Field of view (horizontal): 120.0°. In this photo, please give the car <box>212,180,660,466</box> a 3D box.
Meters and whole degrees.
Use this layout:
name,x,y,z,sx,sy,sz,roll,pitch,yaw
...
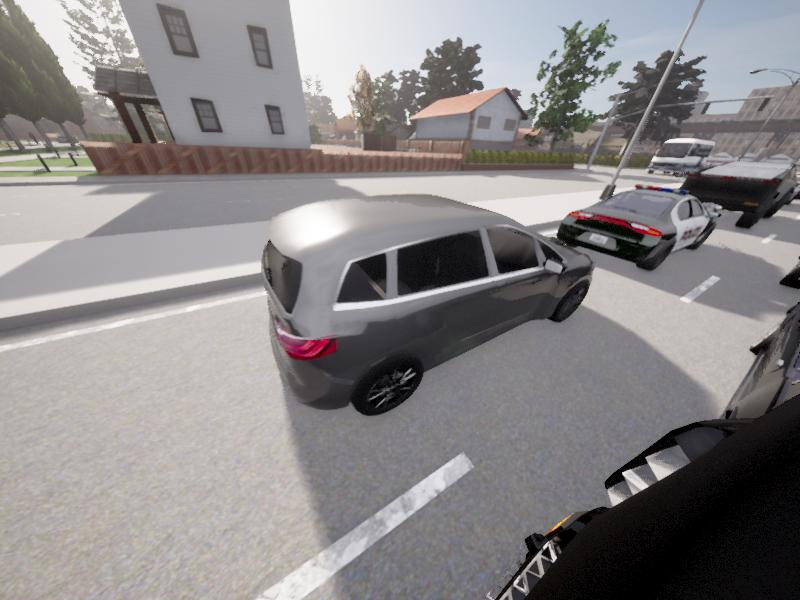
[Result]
name,x,y,z,sx,sy,sz,roll,pitch,yaw
car,0.672,-0.510,3.159,4.611,1.667,2.242,-16,38,-26

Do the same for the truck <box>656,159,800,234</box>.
name,x,y,z,sx,sy,sz,roll,pitch,yaw
truck,14.195,-4.564,9.700,6.274,2.098,2.390,-16,38,-25

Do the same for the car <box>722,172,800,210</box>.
name,x,y,z,sx,sy,sz,roll,pitch,yaw
car,21.825,-6.519,13.620,4.974,1.542,2.038,-16,38,-25

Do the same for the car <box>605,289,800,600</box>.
name,x,y,z,sx,sy,sz,roll,pitch,yaw
car,3.910,0.957,1.517,4.718,1.301,1.895,-16,38,-25

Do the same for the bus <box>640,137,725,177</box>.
name,x,y,z,sx,sy,sz,roll,pitch,yaw
bus,39.854,-20.091,32.600,10.273,4.253,3.944,-16,38,-25

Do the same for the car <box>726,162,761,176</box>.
name,x,y,z,sx,sy,sz,roll,pitch,yaw
car,57.986,-22.117,39.011,4.553,1.767,2.097,-16,38,-25

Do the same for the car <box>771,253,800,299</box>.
name,x,y,z,sx,sy,sz,roll,pitch,yaw
car,9.911,-0.970,4.332,4.553,1.767,2.097,-16,38,-25

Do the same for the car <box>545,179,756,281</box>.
name,x,y,z,sx,sy,sz,roll,pitch,yaw
car,6.583,-2.148,6.112,4.974,1.542,2.038,-16,38,-25

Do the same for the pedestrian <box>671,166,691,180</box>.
name,x,y,z,sx,sy,sz,roll,pitch,yaw
pedestrian,32.124,-14.525,26.401,0.751,1.300,0.751,-14,37,-22

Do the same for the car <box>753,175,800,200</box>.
name,x,y,z,sx,sy,sz,roll,pitch,yaw
car,28.737,-8.405,17.095,4.718,1.301,1.895,-16,38,-25

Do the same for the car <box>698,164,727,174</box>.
name,x,y,z,sx,sy,sz,roll,pitch,yaw
car,56.150,-23.669,41.565,4.181,1.385,1.994,-16,38,-25
